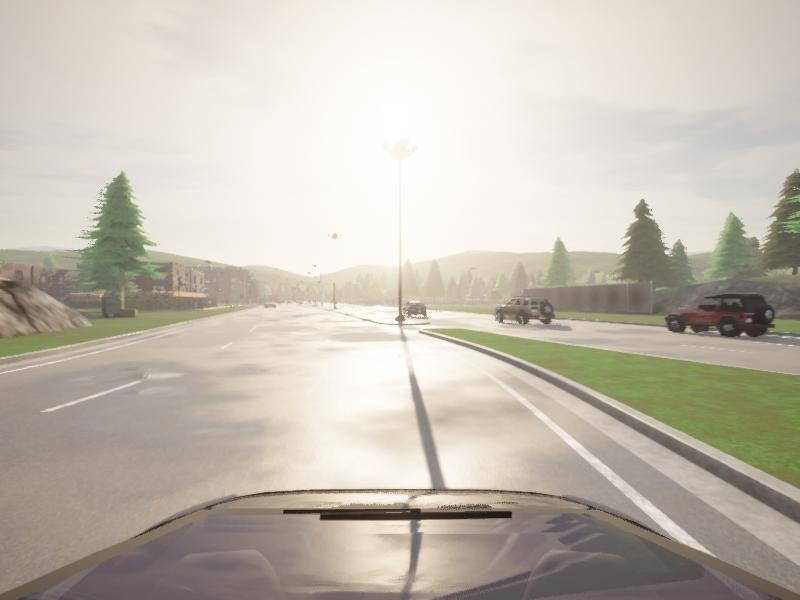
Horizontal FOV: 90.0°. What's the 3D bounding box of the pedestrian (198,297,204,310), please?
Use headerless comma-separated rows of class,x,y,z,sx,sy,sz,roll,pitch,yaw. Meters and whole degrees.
pedestrian,-29.203,0.485,58.748,0.751,1.860,0.751,0,0,-20

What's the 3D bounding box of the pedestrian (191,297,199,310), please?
pedestrian,-28.222,0.486,55.088,0.751,1.860,0.751,0,0,16

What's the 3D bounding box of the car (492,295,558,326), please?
car,8.091,0.647,26.407,1.932,1.855,4.605,0,0,-16

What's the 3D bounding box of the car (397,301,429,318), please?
car,1.174,0.850,38.151,1.816,1.474,4.193,0,0,-16

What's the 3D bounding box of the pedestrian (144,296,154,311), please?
pedestrian,-31.365,0.487,49.947,0.751,1.860,0.751,0,0,31

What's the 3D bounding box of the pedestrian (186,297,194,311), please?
pedestrian,-28.502,0.486,54.304,0.751,1.860,0.751,0,0,30

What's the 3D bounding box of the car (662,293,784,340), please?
car,14.318,0.641,18.045,1.905,1.878,3.866,0,0,-19
